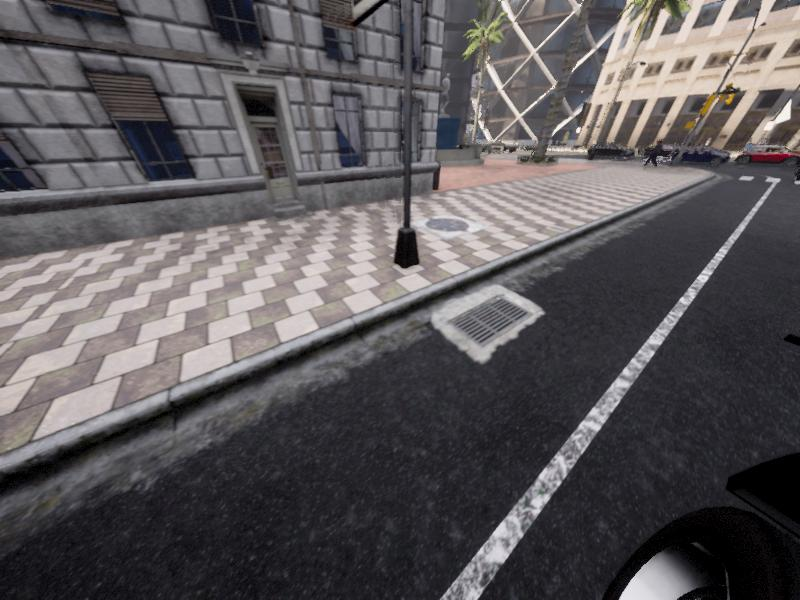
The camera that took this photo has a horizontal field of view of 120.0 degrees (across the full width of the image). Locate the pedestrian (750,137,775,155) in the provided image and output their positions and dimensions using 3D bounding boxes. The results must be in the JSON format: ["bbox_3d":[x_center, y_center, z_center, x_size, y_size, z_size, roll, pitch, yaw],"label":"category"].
[{"bbox_3d":[45.166,-19.163,28.808,0.751,1.860,0.751,24,42,31],"label":"pedestrian"}]

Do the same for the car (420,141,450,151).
[{"bbox_3d":[6.736,-29.710,44.560,5.238,1.638,1.930,10,36,14],"label":"car"}]

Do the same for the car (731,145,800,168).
[{"bbox_3d":[33.420,-12.947,20.724,1.970,1.475,3.806,-22,41,-28],"label":"car"}]

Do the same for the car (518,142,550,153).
[{"bbox_3d":[23.421,-26.722,40.430,4.181,1.385,1.994,27,43,33],"label":"car"}]

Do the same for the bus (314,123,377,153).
[{"bbox_3d":[-9.520,-29.378,41.954,10.273,4.253,3.944,-6,35,-8],"label":"bus"}]

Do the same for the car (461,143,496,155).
[{"bbox_3d":[12.403,-24.018,36.617,4.674,1.442,1.812,18,39,23],"label":"car"}]

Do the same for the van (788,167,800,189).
[{"bbox_3d":[22.458,-6.837,11.702,4.442,1.987,1.775,-27,43,-32],"label":"van"}]

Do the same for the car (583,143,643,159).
[{"bbox_3d":[26.419,-18.683,28.882,2.128,1.511,4.902,-23,41,-29],"label":"car"}]

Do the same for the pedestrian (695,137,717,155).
[{"bbox_3d":[40.242,-20.264,30.408,0.751,1.860,0.751,16,38,21],"label":"pedestrian"}]

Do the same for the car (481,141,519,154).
[{"bbox_3d":[16.311,-25.016,37.830,5.238,1.638,1.930,22,41,27],"label":"car"}]

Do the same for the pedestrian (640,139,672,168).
[{"bbox_3d":[20.090,-11.519,18.165,0.751,1.860,0.751,-13,37,-18],"label":"pedestrian"}]

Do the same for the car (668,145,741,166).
[{"bbox_3d":[28.362,-13.614,21.666,1.845,1.501,3.633,-22,40,-28],"label":"car"}]

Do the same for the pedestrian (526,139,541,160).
[{"bbox_3d":[14.354,-16.187,24.829,0.751,1.860,0.751,22,41,28],"label":"pedestrian"}]

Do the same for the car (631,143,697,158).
[{"bbox_3d":[34.121,-19.498,30.081,2.033,1.411,5.357,-22,41,-27],"label":"car"}]
